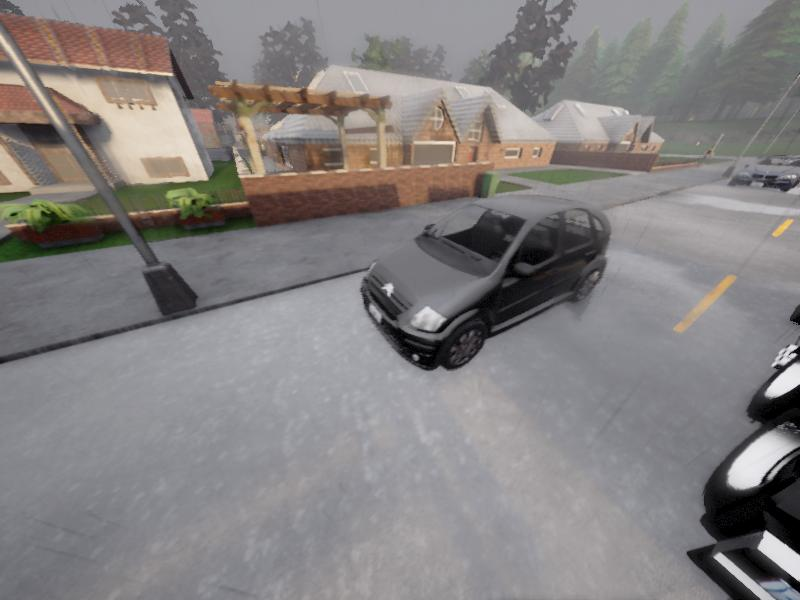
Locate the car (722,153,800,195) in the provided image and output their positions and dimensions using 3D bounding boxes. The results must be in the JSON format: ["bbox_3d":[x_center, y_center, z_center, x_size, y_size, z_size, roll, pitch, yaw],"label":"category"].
[{"bbox_3d":[21.627,-7.418,13.385,4.611,1.667,2.242,-19,39,-25],"label":"car"}]

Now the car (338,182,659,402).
[{"bbox_3d":[1.418,-0.613,3.489,3.988,1.617,1.851,-19,39,-25],"label":"car"}]

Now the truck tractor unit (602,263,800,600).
[{"bbox_3d":[5.108,-0.304,0.785,6.516,4.208,3.053,-18,39,-24],"label":"truck tractor unit"}]
